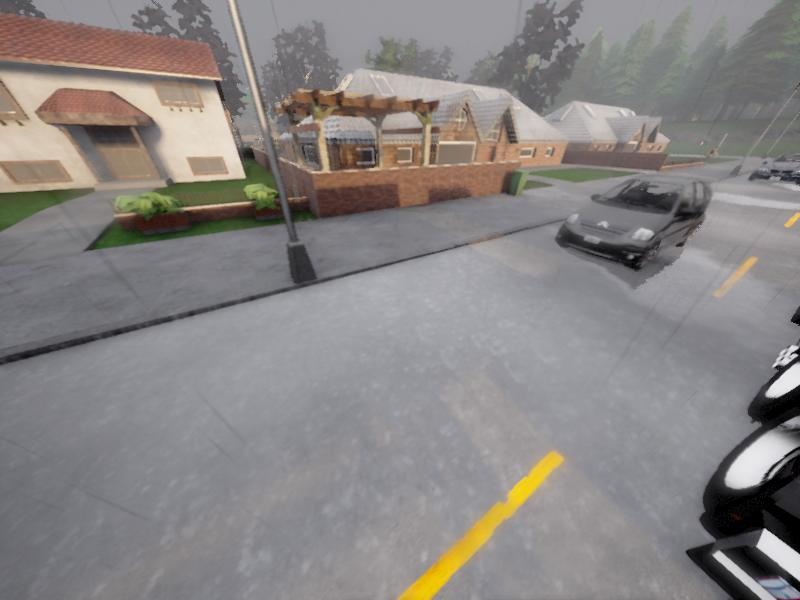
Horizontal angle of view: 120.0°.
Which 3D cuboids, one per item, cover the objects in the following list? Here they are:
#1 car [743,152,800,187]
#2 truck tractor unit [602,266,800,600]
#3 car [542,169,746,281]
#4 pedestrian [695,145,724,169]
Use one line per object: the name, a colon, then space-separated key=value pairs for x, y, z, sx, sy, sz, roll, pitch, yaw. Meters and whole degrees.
car: x=26.044 y=-8.866 z=15.503 sx=4.611 sy=1.667 sz=2.242 roll=-19 pitch=39 yaw=-25
truck tractor unit: x=5.113 y=-0.298 z=0.781 sx=6.516 sy=4.208 sz=3.053 roll=-18 pitch=39 yaw=-24
car: x=5.801 y=-2.061 z=5.608 sx=3.988 sy=1.617 sz=1.851 roll=-18 pitch=39 yaw=-25
pedestrian: x=29.421 y=-13.612 z=21.962 sx=0.751 sy=1.860 sz=0.751 roll=-19 pitch=39 yaw=-25
